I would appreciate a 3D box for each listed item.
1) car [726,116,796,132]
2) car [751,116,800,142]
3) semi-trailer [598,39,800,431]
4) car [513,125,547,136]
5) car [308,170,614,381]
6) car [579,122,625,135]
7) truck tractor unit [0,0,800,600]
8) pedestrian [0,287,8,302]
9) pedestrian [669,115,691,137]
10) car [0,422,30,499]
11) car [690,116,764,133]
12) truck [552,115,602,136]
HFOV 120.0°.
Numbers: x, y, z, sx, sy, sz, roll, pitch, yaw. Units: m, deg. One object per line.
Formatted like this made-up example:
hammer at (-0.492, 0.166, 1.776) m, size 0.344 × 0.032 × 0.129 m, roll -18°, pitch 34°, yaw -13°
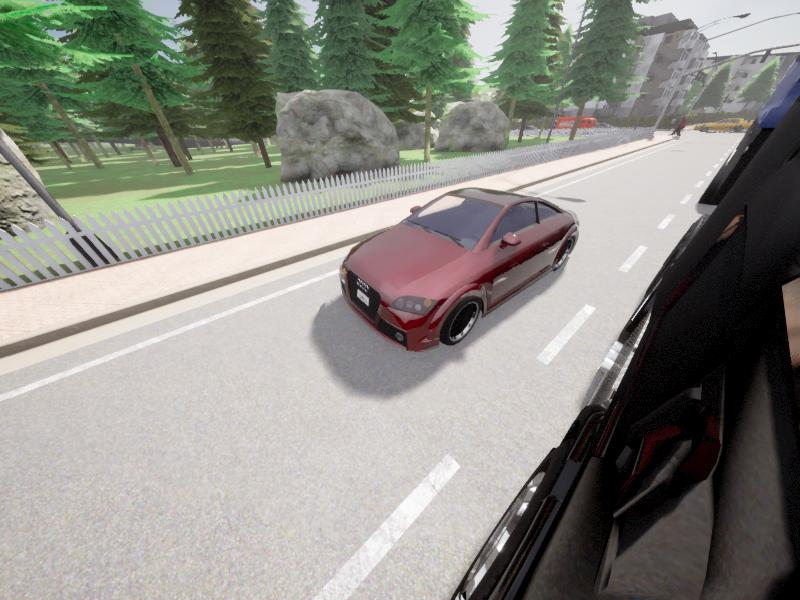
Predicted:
car at (46.867, -22.964, 30.144) m, size 1.812 × 1.442 × 4.674 m, roll -27°, pitch 43°, yaw -29°
car at (33.557, -15.128, 20.404) m, size 5.366 × 1.575 × 1.801 m, roll -24°, pitch 42°, yaw -25°
semi-trailer at (8.707, -3.601, 4.214) m, size 14.254 × 4.402 × 2.717 m, roll -28°, pitch 44°, yaw -30°
car at (23.189, -30.318, 41.422) m, size 1.837 × 1.490 × 4.892 m, roll -26°, pitch 43°, yaw -28°
car at (1.113, -0.949, 3.699) m, size 4.181 × 1.385 × 1.994 m, roll -26°, pitch 43°, yaw -28°
car at (31.964, -27.227, 36.725) m, size 2.128 × 1.511 × 4.902 m, roll -26°, pitch 43°, yaw -28°
truck tractor unit at (2.645, -0.295, 0.351) m, size 6.516 × 4.208 × 3.053 m, roll -28°, pitch 44°, yaw -30°
pedestrian at (-6.704, -0.527, 2.925) m, size 0.751 × 1.860 × 0.751 m, roll -28°, pitch 43°, yaw -30°
pedestrian at (29.779, -18.482, 24.597) m, size 0.751 × 1.860 × 0.751 m, roll 27°, pitch 46°, yaw 33°
car at (-4.470, 1.840, 0.127) m, size 3.988 × 1.617 × 1.851 m, roll -27°, pitch 43°, yaw -29°
car at (42.463, -22.874, 30.187) m, size 1.801 × 1.575 × 5.366 m, roll -26°, pitch 43°, yaw -28°
truck at (27.677, -27.361, 36.374) m, size 2.627 × 2.467 × 5.204 m, roll -26°, pitch 43°, yaw -28°
